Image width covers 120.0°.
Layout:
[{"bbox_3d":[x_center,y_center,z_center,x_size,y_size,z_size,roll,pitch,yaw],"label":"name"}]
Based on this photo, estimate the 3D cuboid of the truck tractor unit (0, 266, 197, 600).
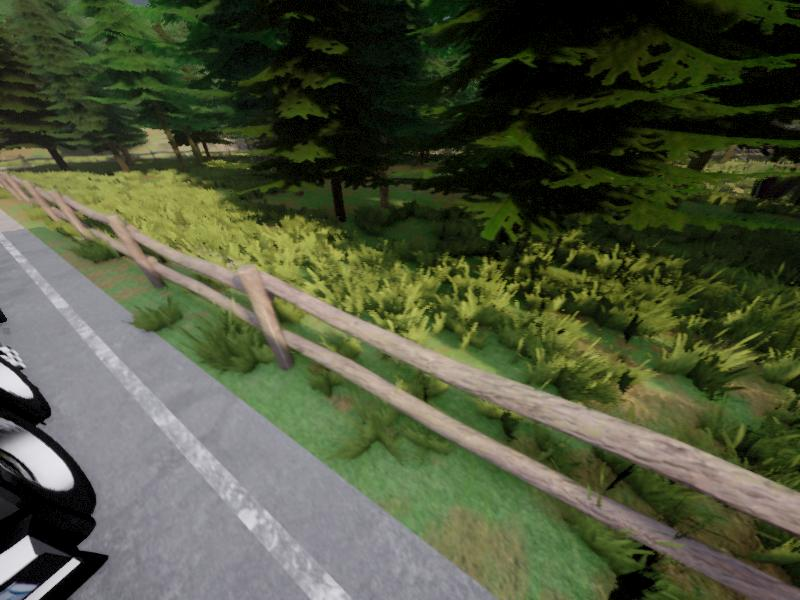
[{"bbox_3d":[-5.114,-0.298,0.776,6.516,4.208,3.053,18,39,24],"label":"truck tractor unit"}]
